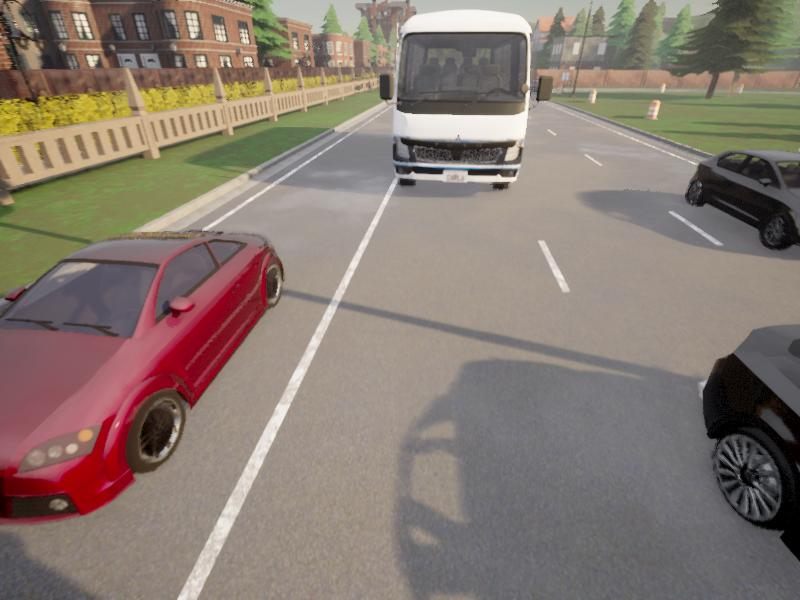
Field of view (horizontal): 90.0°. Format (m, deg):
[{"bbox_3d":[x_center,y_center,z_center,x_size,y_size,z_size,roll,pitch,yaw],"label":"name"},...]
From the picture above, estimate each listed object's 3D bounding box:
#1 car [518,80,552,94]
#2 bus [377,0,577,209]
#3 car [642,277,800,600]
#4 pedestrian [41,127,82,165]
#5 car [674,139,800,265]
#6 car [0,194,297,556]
[{"bbox_3d":[17.875,-28.204,52.874,3.806,1.475,1.970,-16,34,-26],"label":"car"},{"bbox_3d":[2.055,-6.793,13.411,3.944,4.253,10.273,4,31,5],"label":"bus"},{"bbox_3d":[3.469,1.717,1.599,2.128,1.511,4.902,1,30,2],"label":"car"},{"bbox_3d":[-11.035,-5.032,13.059,0.500,1.100,0.500,3,30,5],"label":"pedestrian"},{"bbox_3d":[8.092,-2.280,8.503,1.816,1.474,4.193,3,30,4],"label":"car"},{"bbox_3d":[-2.876,0.128,4.400,1.994,1.385,4.181,3,30,5],"label":"car"}]
